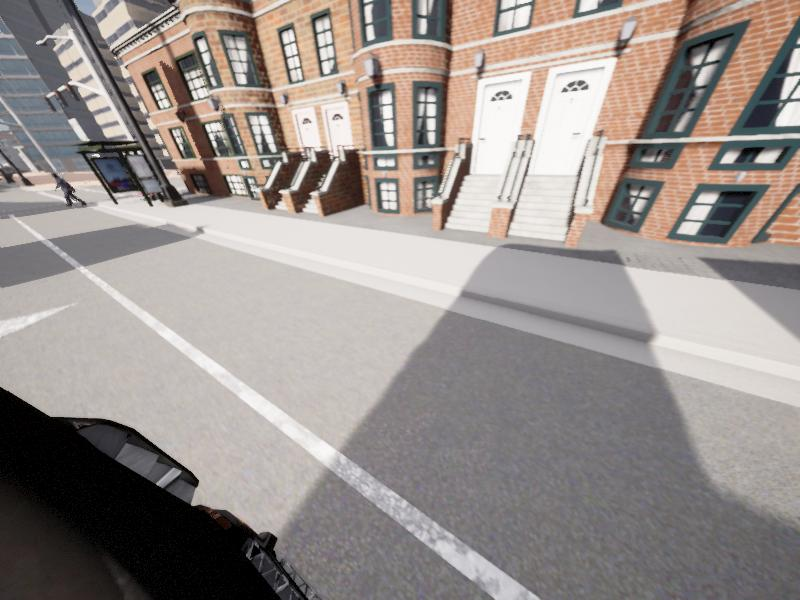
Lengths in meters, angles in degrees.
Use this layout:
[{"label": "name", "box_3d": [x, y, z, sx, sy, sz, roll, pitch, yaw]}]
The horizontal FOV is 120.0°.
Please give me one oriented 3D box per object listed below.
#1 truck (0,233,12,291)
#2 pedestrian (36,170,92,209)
[{"label": "truck", "box_3d": [-11.526, -1.427, 4.763, 5.204, 2.467, 2.627, 21, 40, 30]}, {"label": "pedestrian", "box_3d": [-18.912, -6.222, 13.070, 0.751, 1.860, 0.751, 3, 34, 9]}]
